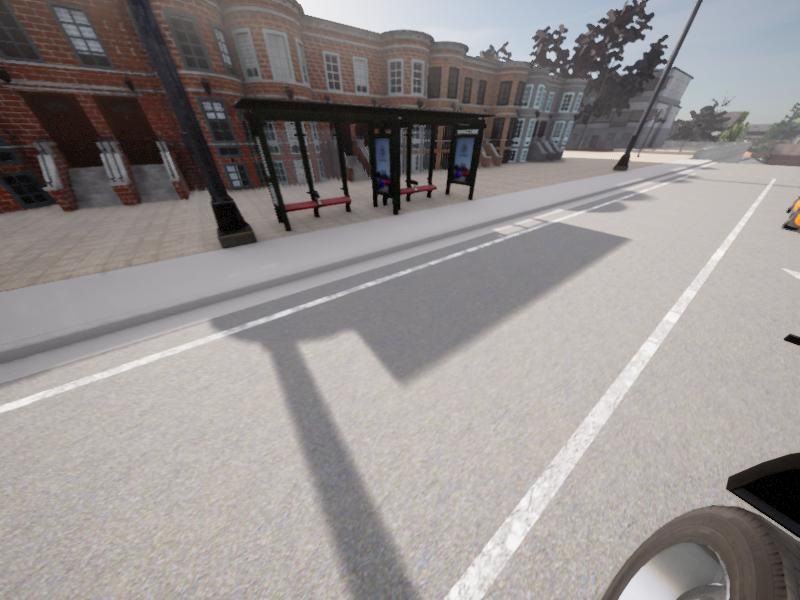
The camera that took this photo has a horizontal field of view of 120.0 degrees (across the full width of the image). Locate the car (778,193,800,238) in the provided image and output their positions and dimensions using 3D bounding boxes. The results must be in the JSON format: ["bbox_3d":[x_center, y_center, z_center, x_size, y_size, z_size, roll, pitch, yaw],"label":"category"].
[{"bbox_3d":[12.969,-2.810,6.270,4.553,1.767,2.097,-22,41,-28],"label":"car"}]
